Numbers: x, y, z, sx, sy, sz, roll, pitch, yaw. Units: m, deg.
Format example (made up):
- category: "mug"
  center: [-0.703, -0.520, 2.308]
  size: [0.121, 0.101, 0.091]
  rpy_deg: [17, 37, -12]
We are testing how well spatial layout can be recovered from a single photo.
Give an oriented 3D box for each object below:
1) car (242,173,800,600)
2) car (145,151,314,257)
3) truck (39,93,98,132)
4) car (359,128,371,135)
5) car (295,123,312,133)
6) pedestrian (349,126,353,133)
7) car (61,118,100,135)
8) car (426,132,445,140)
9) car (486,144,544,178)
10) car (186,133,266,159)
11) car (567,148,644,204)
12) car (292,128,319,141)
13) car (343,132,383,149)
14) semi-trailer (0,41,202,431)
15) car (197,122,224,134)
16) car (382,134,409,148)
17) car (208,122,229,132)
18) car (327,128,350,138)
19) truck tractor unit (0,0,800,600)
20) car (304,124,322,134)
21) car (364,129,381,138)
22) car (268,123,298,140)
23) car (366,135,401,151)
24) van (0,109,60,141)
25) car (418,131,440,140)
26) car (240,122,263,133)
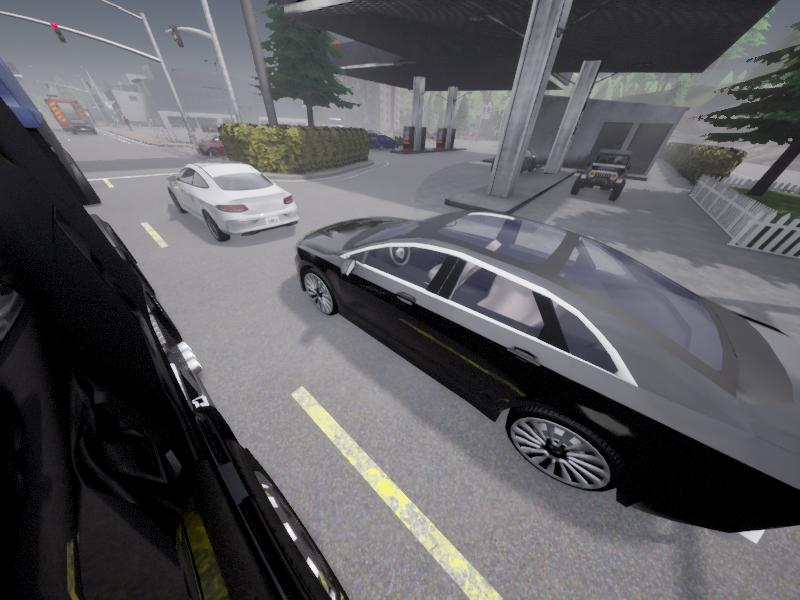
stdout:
- category: "car"
  center: [0.630, -0.190, 2.677]
  size: [4.902, 1.511, 2.128]
  rpy_deg: [28, 44, 30]
- category: "car"
  center: [-4.554, -2.837, 6.095]
  size: [4.674, 1.442, 1.812]
  rpy_deg: [28, 43, 29]
- category: "truck"
  center: [-45.903, -25.804, 31.992]
  size: [8.468, 3.827, 2.891]
  rpy_deg: [28, 44, 30]
- category: "car"
  center: [-10.923, -52.873, 72.411]
  size: [3.633, 1.501, 1.845]
  rpy_deg: [28, 43, 29]
- category: "car"
  center: [-24.401, -43.498, 58.541]
  size: [3.866, 1.878, 1.905]
  rpy_deg: [28, 43, 29]
- category: "pedestrian"
  center: [-16.704, -58.377, 78.980]
  size: [0.751, 1.860, 0.751]
  rpy_deg: [21, 40, 23]
- category: "car"
  center: [-39.105, -21.254, 28.263]
  size: [4.974, 1.542, 2.038]
  rpy_deg: [28, 44, 30]
- category: "car"
  center: [9.117, -42.338, 59.559]
  size: [4.514, 1.523, 2.007]
  rpy_deg: [28, 43, 29]
- category: "car"
  center: [8.573, -10.384, 17.093]
  size: [2.242, 1.667, 4.611]
  rpy_deg: [28, 43, 29]
- category: "car"
  center: [-12.972, -11.644, 17.499]
  size: [1.994, 1.385, 4.181]
  rpy_deg: [28, 42, 29]
- category: "car"
  center: [10.170, -6.302, 11.464]
  size: [1.905, 1.878, 3.866]
  rpy_deg: [28, 43, 29]
- category: "car"
  center: [-14.646, -25.744, 35.929]
  size: [3.806, 1.475, 1.970]
  rpy_deg: [28, 43, 29]
- category: "car"
  center: [-4.674, -20.684, 29.928]
  size: [2.033, 1.649, 4.856]
  rpy_deg: [28, 44, 30]
- category: "semi-trailer"
  center: [-8.713, -3.599, 4.209]
  size: [14.254, 4.402, 2.717]
  rpy_deg: [28, 44, 30]
- category: "car"
  center: [-33.321, -30.214, 40.607]
  size: [4.514, 1.523, 2.007]
  rpy_deg: [28, 43, 29]
- category: "car"
  center: [-0.618, -23.405, 33.944]
  size: [1.970, 1.475, 3.806]
  rpy_deg: [28, 44, 30]
- category: "car"
  center: [-36.407, -34.747, 46.354]
  size: [3.806, 1.475, 1.970]
  rpy_deg: [28, 43, 29]
- category: "car"
  center: [-12.703, -34.439, 47.557]
  size: [4.514, 1.523, 2.007]
  rpy_deg: [28, 43, 29]
- category: "truck tractor unit"
  center: [-2.645, -0.295, 0.351]
  size: [6.516, 4.208, 3.053]
  rpy_deg: [28, 44, 30]
- category: "car"
  center: [-22.866, -44.933, 60.590]
  size: [4.605, 1.855, 1.932]
  rpy_deg: [28, 43, 29]
- category: "car"
  center: [-6.300, -38.822, 53.853]
  size: [3.633, 1.501, 1.845]
  rpy_deg: [28, 43, 29]
- category: "car"
  center: [-17.225, -24.750, 33.963]
  size: [3.866, 1.878, 1.905]
  rpy_deg: [28, 43, 29]
- category: "car"
  center: [-1.939, -19.236, 28.295]
  size: [1.816, 1.474, 4.193]
  rpy_deg: [28, 44, 30]
- category: "van"
  center: [-33.903, -15.940, 21.059]
  size: [4.480, 2.038, 2.069]
  rpy_deg: [25, 43, 26]
- category: "car"
  center: [7.157, -40.937, 57.548]
  size: [5.027, 1.636, 2.152]
  rpy_deg: [28, 43, 29]
- category: "car"
  center: [-32.561, -37.779, 50.515]
  size: [5.027, 1.636, 2.152]
  rpy_deg: [28, 43, 29]
